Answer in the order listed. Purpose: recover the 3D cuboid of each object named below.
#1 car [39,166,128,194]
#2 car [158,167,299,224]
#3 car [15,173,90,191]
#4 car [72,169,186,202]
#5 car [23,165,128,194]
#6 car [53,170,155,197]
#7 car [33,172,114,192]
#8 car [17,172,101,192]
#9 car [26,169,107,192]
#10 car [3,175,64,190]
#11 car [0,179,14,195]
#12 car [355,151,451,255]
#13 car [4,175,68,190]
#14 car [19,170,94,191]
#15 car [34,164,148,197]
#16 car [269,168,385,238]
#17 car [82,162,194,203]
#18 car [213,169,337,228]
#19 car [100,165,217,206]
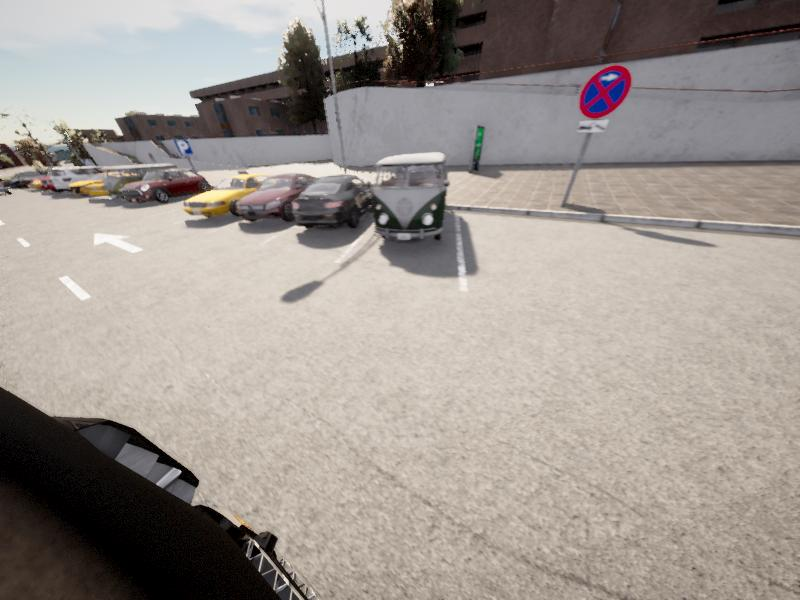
[{"bbox_3d":[-30.454,-11.783,22.529,1.878,1.987,4.442,3,33,10],"label":"car"},{"bbox_3d":[-7.277,-5.087,10.792,1.946,1.575,5.366,4,34,10],"label":"car"},{"bbox_3d":[-45.861,-15.806,30.710,2.097,1.535,5.008,2,33,10],"label":"car"},{"bbox_3d":[-20.099,-8.896,17.648,1.946,1.575,5.366,3,34,10],"label":"car"},{"bbox_3d":[-33.010,-12.555,23.906,2.435,2.045,5.566,3,33,10],"label":"car"},{"bbox_3d":[-25.273,-10.234,20.121,2.097,1.535,5.008,4,34,10],"label":"car"},{"bbox_3d":[-35.567,-13.029,25.414,2.002,1.452,4.674,3,33,10],"label":"car"},{"bbox_3d":[-40.740,-14.347,27.890,1.946,1.575,5.366,3,33,10],"label":"car"},{"bbox_3d":[-38.143,-13.877,26.674,2.185,1.767,4.553,3,33,10],"label":"car"},{"bbox_3d":[-61.252,-19.783,38.794,2.097,1.535,5.008,3,33,11],"label":"car"},{"bbox_3d":[-44.614,-12.263,25.178,3.633,1.501,1.845,15,38,26],"label":"car"},{"bbox_3d":[0.453,-3.147,6.797,1.878,1.987,4.442,4,34,10],"label":"car"},{"bbox_3d":[-58.697,-19.134,37.443,2.097,1.535,5.008,3,33,11],"label":"car"},{"bbox_3d":[-43.285,-15.253,29.337,2.185,1.767,4.553,3,33,10],"label":"car"},{"bbox_3d":[-27.862,-11.173,21.317,2.435,2.045,5.566,3,33,10],"label":"car"},{"bbox_3d":[-2.099,-3.708,8.347,2.002,1.452,4.674,3,34,10],"label":"car"},{"bbox_3d":[-17.576,-8.197,15.967,1.878,1.987,4.442,4,34,10],"label":"car"},{"bbox_3d":[-4.667,-4.432,9.660,2.002,1.452,4.674,4,34,10],"label":"car"},{"bbox_3d":[-14.972,-7.472,14.833,2.185,1.767,4.553,4,34,10],"label":"car"}]
